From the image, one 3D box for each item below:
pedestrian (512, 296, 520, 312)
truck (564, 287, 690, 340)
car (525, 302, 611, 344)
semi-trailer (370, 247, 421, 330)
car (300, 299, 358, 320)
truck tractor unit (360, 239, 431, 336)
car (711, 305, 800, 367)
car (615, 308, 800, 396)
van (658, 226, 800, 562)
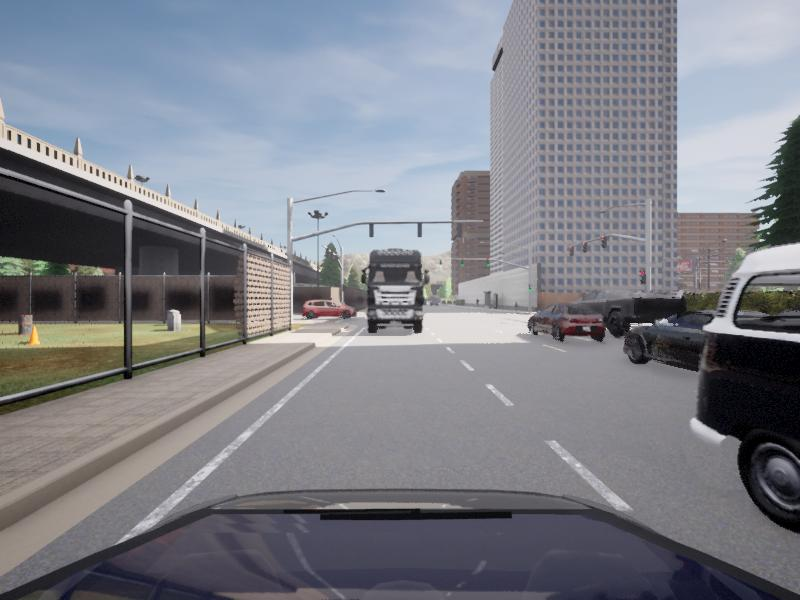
[{"bbox_3d":[14.261,0.485,49.256,0.751,1.860,0.751,0,0,-3],"label":"pedestrian"},{"bbox_3d":[10.272,0.540,18.970,2.390,2.098,6.274,0,0,-1],"label":"truck"},{"bbox_3d":[6.796,0.854,16.716,1.816,1.474,4.193,0,0,-1],"label":"car"},{"bbox_3d":[-0.332,-0.597,28.436,2.717,4.402,14.254,0,0,-1],"label":"semi-trailer"},{"bbox_3d":[-5.961,0.800,34.028,4.611,1.667,2.242,-1,0,-1],"label":"car"},{"bbox_3d":[-0.241,-0.523,20.518,3.053,4.208,6.516,0,0,-1],"label":"truck tractor unit"},{"bbox_3d":[10.375,0.870,9.814,1.812,1.442,4.674,0,0,-1],"label":"car"},{"bbox_3d":[6.896,0.907,8.818,1.994,1.385,4.181,0,0,-2],"label":"car"},{"bbox_3d":[3.473,0.571,1.521,2.069,2.038,4.480,0,0,-1],"label":"van"}]
